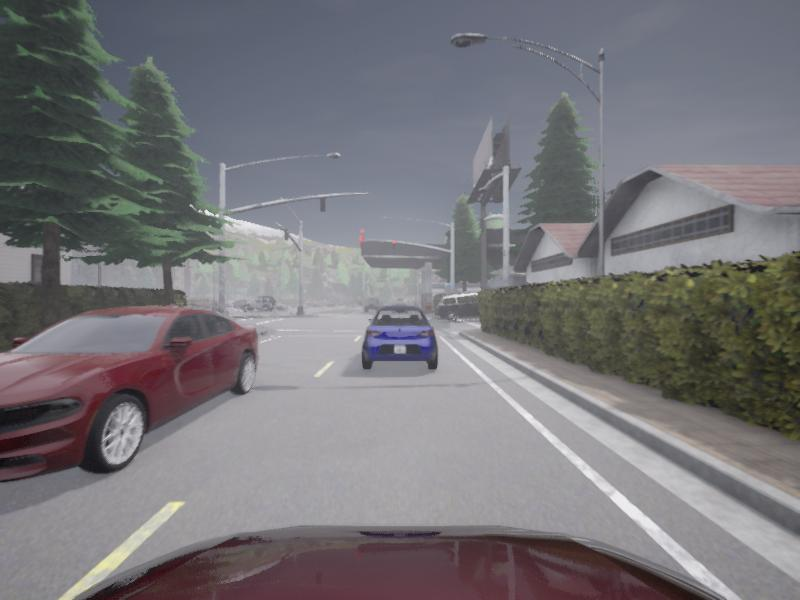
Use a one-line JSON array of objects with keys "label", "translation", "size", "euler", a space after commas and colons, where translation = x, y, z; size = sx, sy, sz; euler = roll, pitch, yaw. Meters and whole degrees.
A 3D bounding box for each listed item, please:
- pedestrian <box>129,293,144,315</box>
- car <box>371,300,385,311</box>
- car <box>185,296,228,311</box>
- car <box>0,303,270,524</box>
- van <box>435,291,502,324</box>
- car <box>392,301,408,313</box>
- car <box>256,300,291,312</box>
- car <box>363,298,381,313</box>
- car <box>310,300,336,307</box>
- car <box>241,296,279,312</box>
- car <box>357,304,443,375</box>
[{"label": "pedestrian", "translation": [-22.211, 0.318, 33.759], "size": [0.751, 1.860, 0.751], "euler": [0, 0, 24]}, {"label": "car", "translation": [-3.505, 0.824, 64.454], "size": [2.033, 1.649, 4.856], "euler": [0, 0, 0]}, {"label": "car", "translation": [-24.667, 0.478, 51.184], "size": [4.605, 1.855, 1.932], "euler": [0, 0, -1]}, {"label": "car", "translation": [-3.501, 0.827, 5.351], "size": [1.882, 1.535, 5.008], "euler": [0, 0, 0]}, {"label": "van", "translation": [4.902, 0.517, 29.103], "size": [4.480, 2.038, 2.069], "euler": [-5, 1, 6]}, {"label": "car", "translation": [-0.003, 0.865, 50.743], "size": [2.007, 1.525, 4.514], "euler": [0, 0, 0]}, {"label": "car", "translation": [-16.188, 0.741, 51.273], "size": [3.806, 1.475, 1.970], "euler": [0, 0, -1]}, {"label": "car", "translation": [-3.504, 0.682, 50.726], "size": [1.905, 1.878, 3.866], "euler": [0, 0, 0]}, {"label": "car", "translation": [-16.446, 0.735, 85.529], "size": [5.027, 1.636, 2.152], "euler": [0, 0, -1]}, {"label": "car", "translation": [-16.779, 0.455, 47.945], "size": [3.866, 1.878, 1.905], "euler": [0, 0, -1]}, {"label": "car", "translation": [-0.003, 0.862, 10.610], "size": [1.816, 1.474, 4.193], "euler": [0, 0, 0]}]
